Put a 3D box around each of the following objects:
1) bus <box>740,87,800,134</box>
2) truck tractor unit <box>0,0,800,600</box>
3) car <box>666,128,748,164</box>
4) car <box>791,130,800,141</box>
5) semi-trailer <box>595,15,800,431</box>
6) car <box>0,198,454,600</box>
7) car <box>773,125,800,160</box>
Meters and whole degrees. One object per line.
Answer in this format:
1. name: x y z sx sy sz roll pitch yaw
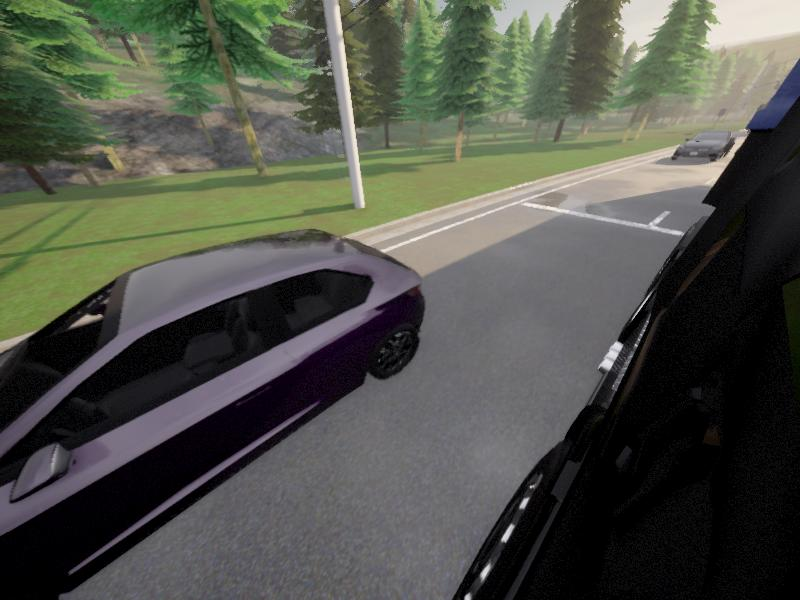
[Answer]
1. bus: 48.372 -23.621 28.882 10.273 4.253 3.944 -24 41 -26
2. truck tractor unit: 2.645 -0.295 0.352 6.516 4.208 3.053 -28 44 -30
3. car: 18.305 -9.217 13.754 4.674 1.442 1.812 -24 41 -26
4. car: 36.818 -14.870 20.220 4.181 1.385 1.994 -24 41 -26
5. semi-trailer: 8.857 -3.477 4.088 14.254 4.402 2.717 -26 42 -28
6. car: -1.673 0.453 1.965 4.193 1.474 1.816 -29 43 -31
7. car: 23.218 -8.904 12.894 3.705 1.549 1.789 -24 41 -26
